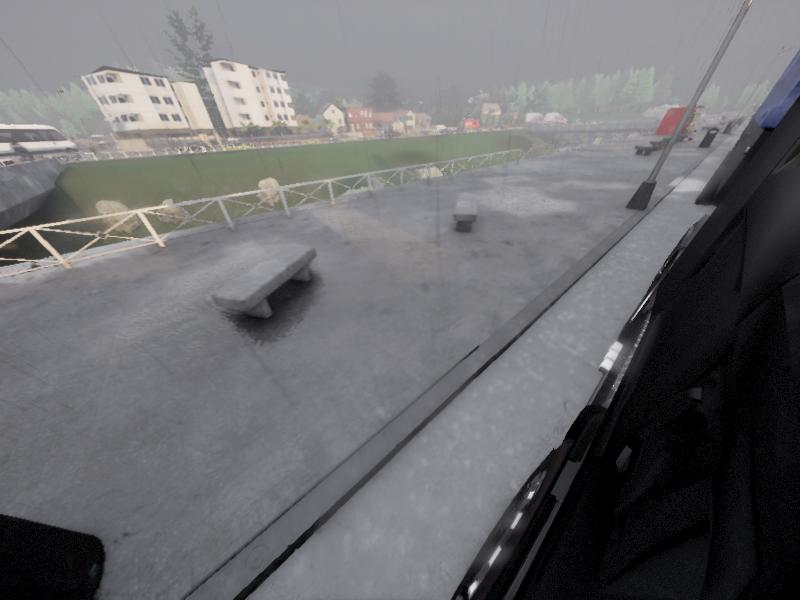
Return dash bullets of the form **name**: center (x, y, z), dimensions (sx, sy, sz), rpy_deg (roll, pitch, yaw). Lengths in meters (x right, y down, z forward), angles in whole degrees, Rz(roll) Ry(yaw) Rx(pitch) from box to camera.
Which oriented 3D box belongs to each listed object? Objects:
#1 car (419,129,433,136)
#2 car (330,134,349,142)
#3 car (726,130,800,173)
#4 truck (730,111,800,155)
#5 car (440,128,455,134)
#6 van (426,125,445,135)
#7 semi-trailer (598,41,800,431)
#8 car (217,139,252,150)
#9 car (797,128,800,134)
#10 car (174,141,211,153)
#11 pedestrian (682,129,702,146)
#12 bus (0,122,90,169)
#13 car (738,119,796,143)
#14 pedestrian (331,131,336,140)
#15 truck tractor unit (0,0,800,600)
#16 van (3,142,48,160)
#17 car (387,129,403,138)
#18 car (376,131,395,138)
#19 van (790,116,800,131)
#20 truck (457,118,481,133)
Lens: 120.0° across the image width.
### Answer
- **car**: center (7.831, -50.104, 69.062), dimensions (4.193, 1.474, 1.816), rpy_deg (-28, 44, -30)
- **car**: center (-15.226, -40.951, 58.266), dimensions (3.806, 1.475, 1.970), rpy_deg (-28, 44, -30)
- **car**: center (17.969, -7.261, 11.146), dimensions (4.181, 1.385, 1.994), rpy_deg (-28, 44, -30)
- **truck**: center (25.328, -11.468, 15.729), dimensions (6.274, 2.098, 2.390), rpy_deg (-28, 43, -30)
- **car**: center (15.252, -54.038, 73.892), dimensions (4.792, 1.488, 2.163), rpy_deg (-28, 44, -30)
- **van**: center (11.718, -55.680, 75.502), dimensions (6.366, 2.431, 2.351), rpy_deg (-28, 44, -30)
- **semi-trailer**: center (8.685, -3.605, 4.254), dimensions (14.254, 4.402, 2.717), rpy_deg (-28, 44, -30)
- **car**: center (-33.258, -31.381, 46.530), dimensions (5.357, 1.411, 2.033), rpy_deg (-28, 44, -30)
- **car**: center (47.768, -20.062, 26.300), dimensions (3.988, 1.617, 1.851), rpy_deg (-28, 44, -30)
- **car**: center (-38.551, -28.520, 42.932), dimensions (4.892, 1.490, 1.837), rpy_deg (-27, 43, -29)
- **pedestrian**: center (23.744, -13.243, 18.820), dimensions (0.500, 1.100, 0.500), rpy_deg (22, 43, 29)
- **bus**: center (-49.226, -20.199, 30.141), dimensions (3.944, 4.253, 10.273), rpy_deg (-10, 37, -3)
- **car**: center (32.689, -15.136, 20.691), dimensions (4.902, 1.511, 2.128), rpy_deg (-28, 44, -30)
- **pedestrian**: center (-17.777, -43.771, 61.592), dimensions (0.751, 1.860, 0.751), rpy_deg (-30, 45, -32)
- **truck tractor unit**: center (2.645, -0.295, 0.352), dimensions (6.516, 4.208, 3.053), rpy_deg (-28, 44, -30)
- **van**: center (-70.414, -28.214, 43.653), dimensions (2.351, 2.431, 6.366), rpy_deg (-28, 44, -30)
- **car**: center (-1.309, -45.410, 63.000), dimensions (3.866, 1.878, 1.905), rpy_deg (-28, 44, -30)
- **car**: center (-4.070, -46.917, 65.494), dimensions (4.892, 1.490, 1.837), rpy_deg (-28, 44, -30)
- **van**: center (54.490, -24.018, 30.417), dimensions (5.915, 2.561, 1.988), rpy_deg (-28, 44, -30)
- **truck**: center (23.586, -59.422, 78.633), dimensions (8.468, 3.827, 2.891), rpy_deg (-28, 44, -30)
